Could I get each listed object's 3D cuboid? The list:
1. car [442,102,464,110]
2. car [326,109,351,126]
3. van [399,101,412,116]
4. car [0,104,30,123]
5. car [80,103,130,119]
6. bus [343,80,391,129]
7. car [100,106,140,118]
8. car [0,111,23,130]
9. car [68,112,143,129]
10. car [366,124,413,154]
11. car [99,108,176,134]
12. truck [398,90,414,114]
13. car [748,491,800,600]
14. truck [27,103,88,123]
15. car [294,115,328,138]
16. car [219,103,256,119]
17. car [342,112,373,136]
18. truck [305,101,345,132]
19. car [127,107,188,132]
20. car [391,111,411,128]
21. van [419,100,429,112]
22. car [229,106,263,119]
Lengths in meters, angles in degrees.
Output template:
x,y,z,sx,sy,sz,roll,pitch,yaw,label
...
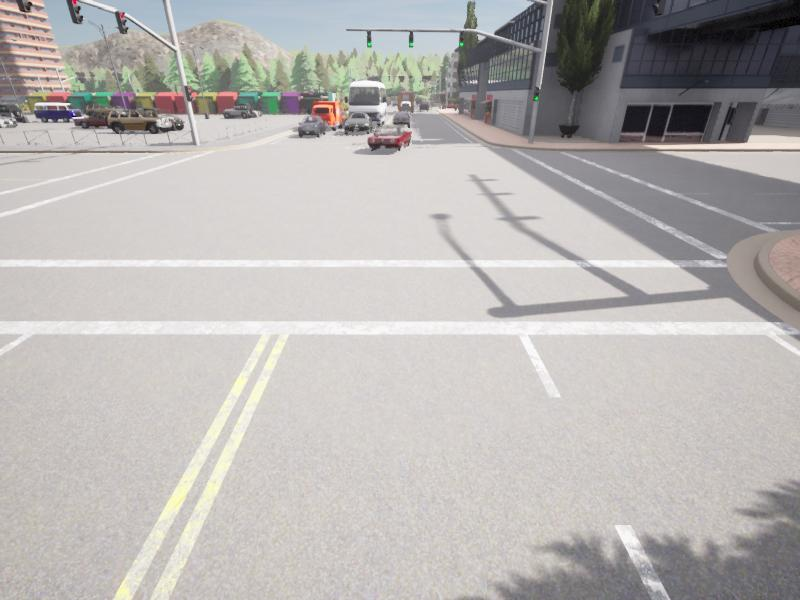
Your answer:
x,y,z,sx,sy,sz,roll,pitch,yaw,label
12.063,-44.299,91.261,4.611,1.667,2.242,-1,27,-1,car
-6.775,-20.526,44.889,1.801,1.575,5.366,1,27,1,car
0.962,-31.694,66.152,2.069,2.038,4.480,1,27,1,van
-45.217,-21.193,45.530,3.866,1.878,1.905,0,27,0,car
-38.879,-24.946,52.836,4.605,1.855,1.932,0,27,0,car
-3.193,-21.014,42.917,3.944,4.253,10.273,1,27,1,bus
-38.809,-26.081,55.509,3.905,1.438,1.784,0,27,0,car
-38.820,-17.016,37.913,3.806,1.475,1.970,0,27,0,car
-27.794,-17.017,37.901,5.357,1.415,2.033,0,27,0,car
-0.556,-10.049,24.786,1.895,1.301,4.718,5,28,10,car
-21.417,-14.660,32.792,4.605,1.855,1.932,0,27,0,car
1.160,-36.901,74.330,2.891,3.827,8.468,1,27,1,truck
3.500,2.269,0.705,1.994,1.385,4.181,0,27,0,car
-38.837,-21.278,45.482,4.478,2.038,2.069,0,27,0,truck
-7.087,-14.001,32.231,1.845,1.501,3.633,0,27,1,car
-21.358,-24.938,52.827,3.866,1.878,1.905,0,27,0,car
-3.562,-15.350,34.758,2.152,1.651,5.027,0,27,0,car
-6.971,-17.522,38.062,2.627,2.467,5.204,1,27,1,truck
-21.358,-15.979,35.368,3.866,1.878,1.905,0,27,0,car
0.176,-19.438,42.974,2.033,1.411,5.357,1,27,1,car
4.822,-38.850,80.147,1.775,1.987,4.442,1,27,1,van
-21.342,-26.048,55.512,3.806,1.475,1.970,0,27,0,car
